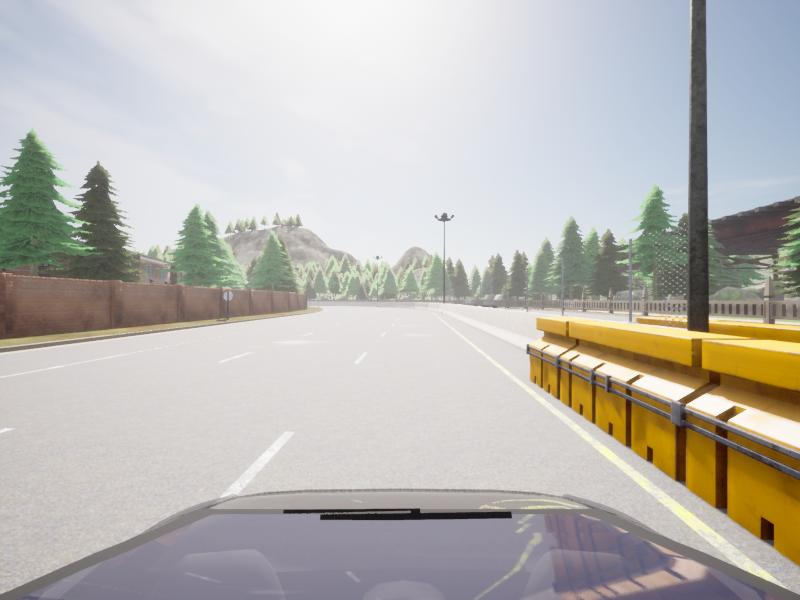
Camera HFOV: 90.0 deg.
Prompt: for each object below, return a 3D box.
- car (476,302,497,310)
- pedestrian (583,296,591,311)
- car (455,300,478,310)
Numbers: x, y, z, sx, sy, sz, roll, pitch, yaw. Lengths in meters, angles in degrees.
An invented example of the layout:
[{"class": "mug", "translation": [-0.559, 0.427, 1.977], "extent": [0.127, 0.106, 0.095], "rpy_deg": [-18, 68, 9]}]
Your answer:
[{"class": "car", "translation": [14.409, 0.944, 66.909], "extent": [1.895, 1.301, 4.718], "rpy_deg": [0, 0, -9]}, {"class": "pedestrian", "translation": [23.526, 0.485, 50.361], "extent": [0.751, 1.860, 0.751], "rpy_deg": [0, 0, 5]}, {"class": "car", "translation": [10.941, 0.835, 66.202], "extent": [2.128, 1.511, 4.902], "rpy_deg": [0, 0, -9]}]
